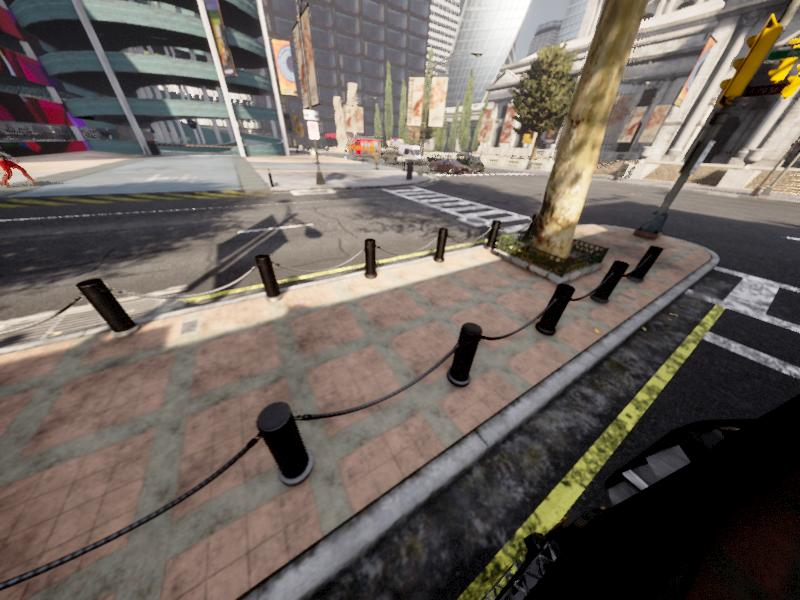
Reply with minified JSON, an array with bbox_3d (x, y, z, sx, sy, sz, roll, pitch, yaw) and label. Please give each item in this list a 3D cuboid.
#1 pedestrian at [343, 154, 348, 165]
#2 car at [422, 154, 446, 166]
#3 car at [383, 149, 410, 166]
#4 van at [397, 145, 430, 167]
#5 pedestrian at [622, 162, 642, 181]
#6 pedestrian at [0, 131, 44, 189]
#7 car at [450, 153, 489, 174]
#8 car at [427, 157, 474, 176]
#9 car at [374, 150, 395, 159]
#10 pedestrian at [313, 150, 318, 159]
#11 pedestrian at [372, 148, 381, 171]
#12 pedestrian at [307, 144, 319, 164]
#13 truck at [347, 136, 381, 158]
[{"bbox_3d":[-6.496,-16.788,27.570,0.500,1.100,0.500,-9,35,-18],"label":"pedestrian"},{"bbox_3d":[5.447,-22.542,37.155,1.789,1.549,3.705,-17,38,-27],"label":"car"},{"bbox_3d":[-0.599,-20.953,33.970,1.932,1.855,4.605,-17,38,-27],"label":"car"},{"bbox_3d":[1.949,-22.563,36.011,1.988,2.561,5.915,-17,38,-27],"label":"van"},{"bbox_3d":[25.863,-14.330,25.773,0.751,1.860,0.751,-17,38,-27],"label":"pedestrian"},{"bbox_3d":[-15.156,-5.377,8.901,0.751,1.860,0.751,30,42,35],"label":"pedestrian"},{"bbox_3d":[8.208,-16.335,27.675,1.905,1.878,3.866,-16,38,-27],"label":"car"},{"bbox_3d":[5.464,-14.985,25.860,2.033,1.411,5.357,-17,38,-27],"label":"car"},{"bbox_3d":[-3.506,-33.385,52.895,2.128,1.511,4.902,-25,42,-35],"label":"car"},{"bbox_3d":[-12.841,-22.028,34.994,0.500,1.100,0.500,-13,37,-23],"label":"pedestrian"},{"bbox_3d":[-2.305,-13.901,22.847,0.751,1.860,0.751,-4,34,-10],"label":"pedestrian"},{"bbox_3d":[-9.809,-16.465,26.123,0.751,1.860,0.751,-24,42,-35],"label":"pedestrian"},{"bbox_3d":[-8.132,-34.413,51.976,2.891,3.827,8.468,-27,44,-37],"label":"truck"}]
